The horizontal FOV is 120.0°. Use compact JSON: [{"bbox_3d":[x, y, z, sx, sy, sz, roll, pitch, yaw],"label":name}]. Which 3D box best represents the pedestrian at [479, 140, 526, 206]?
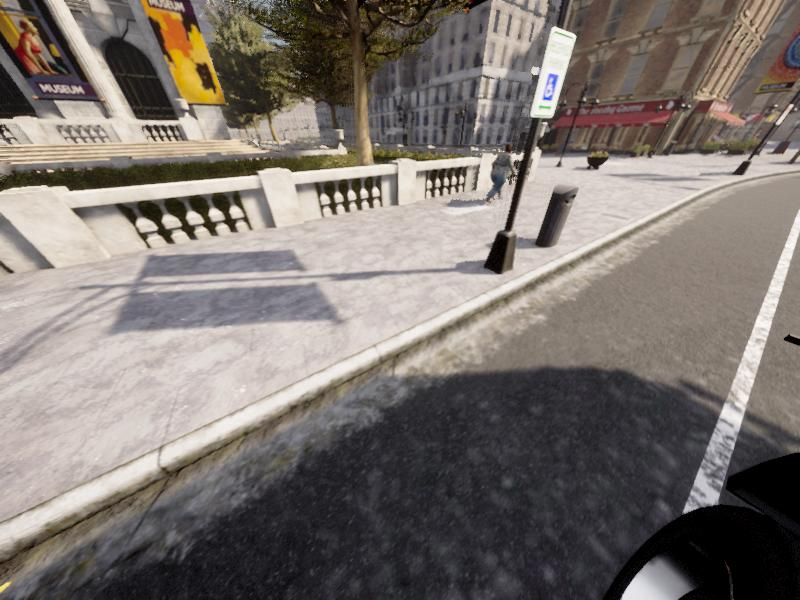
[{"bbox_3d":[3.415,-4.289,7.856,0.751,1.860,0.751,-15,38,-19],"label":"pedestrian"}]
